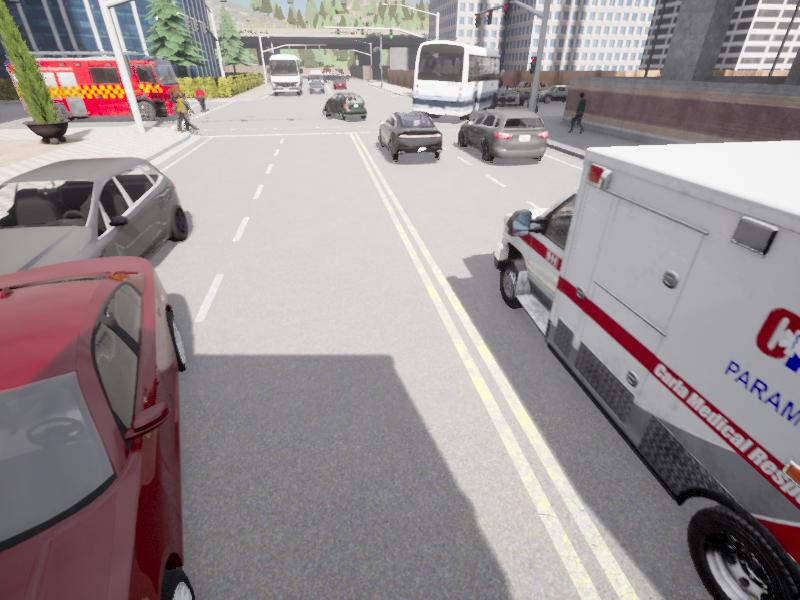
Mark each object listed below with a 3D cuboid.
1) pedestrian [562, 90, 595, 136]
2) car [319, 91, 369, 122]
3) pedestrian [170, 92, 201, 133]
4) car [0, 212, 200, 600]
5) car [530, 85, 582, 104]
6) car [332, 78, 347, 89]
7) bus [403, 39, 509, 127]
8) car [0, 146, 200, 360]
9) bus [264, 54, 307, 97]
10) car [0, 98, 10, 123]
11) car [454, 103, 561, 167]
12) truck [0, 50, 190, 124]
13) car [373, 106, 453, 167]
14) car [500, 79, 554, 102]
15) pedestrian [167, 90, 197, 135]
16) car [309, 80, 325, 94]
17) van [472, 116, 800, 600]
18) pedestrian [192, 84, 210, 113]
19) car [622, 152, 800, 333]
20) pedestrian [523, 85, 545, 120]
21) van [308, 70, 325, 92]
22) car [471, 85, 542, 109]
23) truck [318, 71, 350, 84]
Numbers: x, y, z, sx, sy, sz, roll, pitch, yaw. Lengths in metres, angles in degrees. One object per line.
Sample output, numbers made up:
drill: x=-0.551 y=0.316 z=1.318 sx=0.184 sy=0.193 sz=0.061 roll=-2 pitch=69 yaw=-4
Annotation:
pedestrian: x=8.455 y=-8.876 z=19.000 sx=0.751 sy=1.860 sz=0.751 roll=-16 pitch=34 yaw=-25
car: x=-3.745 y=-12.960 z=26.660 sx=1.789 sy=1.549 sz=3.705 roll=-17 pitch=34 yaw=-28
pedestrian: x=-11.140 y=-9.739 z=20.810 sx=0.751 sy=1.860 sz=0.751 roll=0 pitch=30 yaw=1
car: x=-2.721 y=0.947 z=2.867 sx=1.882 sy=1.535 sz=5.008 roll=-14 pitch=33 yaw=-23
car: x=14.605 y=-19.329 z=37.614 sx=3.806 sy=1.475 sz=1.970 roll=-5 pitch=31 yaw=-8
car: x=-9.478 y=-33.873 z=62.658 sx=1.994 sy=1.385 sz=4.181 roll=-5 pitch=31 yaw=-9
bus: x=4.132 y=-14.871 z=27.246 sx=3.944 sy=4.253 sz=10.273 roll=14 pitch=33 yaw=19
car: x=-5.160 y=-1.136 z=6.324 sx=2.242 sy=1.667 sz=4.611 roll=-5 pitch=30 yaw=-8
bus: x=-13.907 y=-27.982 z=49.722 sx=3.944 sy=4.253 sz=10.273 roll=-5 pitch=31 yaw=-9
car: x=-27.670 y=-11.700 z=24.471 sx=4.856 sy=1.649 sz=2.033 roll=-5 pitch=31 yaw=-9
car: x=3.905 y=-6.604 z=15.651 sx=2.242 sy=1.667 sz=4.611 roll=-5 pitch=30 yaw=-9
truck: x=-18.641 y=-13.403 z=25.198 sx=8.468 sy=3.827 sz=2.891 roll=-4 pitch=31 yaw=-7
car: x=0.321 y=-6.612 z=15.835 sx=2.128 sy=1.511 sz=4.902 roll=-5 pitch=31 yaw=-9
car: x=12.692 y=-21.112 z=40.272 sx=4.605 sy=1.855 sz=1.932 roll=-4 pitch=31 yaw=-7
pedestrian: x=-10.590 y=-9.121 z=19.449 sx=0.751 sy=1.860 sz=0.751 roll=-20 pitch=36 yaw=-31
car: x=-10.758 y=-27.581 z=51.814 sx=1.812 sy=1.442 sz=4.674 roll=-5 pitch=31 yaw=-9
van: x=2.886 y=0.147 z=3.350 sx=2.351 sy=2.431 sz=6.366 roll=-5 pitch=31 yaw=-9
pedestrian: x=-14.955 y=-15.160 z=30.096 sx=0.751 sy=1.860 sz=0.751 roll=-17 pitch=34 yaw=-26
car: x=5.977 y=-0.788 z=5.785 sx=1.801 sy=1.575 sz=5.366 roll=-5 pitch=31 yaw=-9
pedestrian: x=8.152 y=-11.996 z=24.340 sx=0.751 sy=1.860 sz=0.751 roll=-5 pitch=31 yaw=-8
van: x=-12.149 y=-31.901 z=58.126 sx=1.988 sy=2.561 sz=5.915 roll=-5 pitch=31 yaw=-9
car: x=8.899 y=-17.103 z=33.650 sx=5.238 sy=1.638 sz=1.930 roll=-5 pitch=31 yaw=-8
truck: x=-13.574 y=-45.772 z=82.259 sx=6.274 sy=2.098 sz=2.390 roll=-5 pitch=31 yaw=-9
